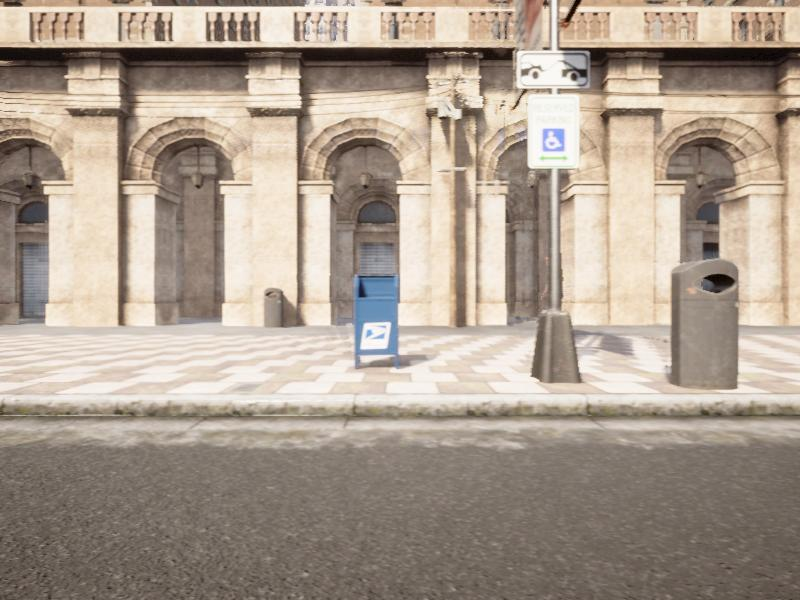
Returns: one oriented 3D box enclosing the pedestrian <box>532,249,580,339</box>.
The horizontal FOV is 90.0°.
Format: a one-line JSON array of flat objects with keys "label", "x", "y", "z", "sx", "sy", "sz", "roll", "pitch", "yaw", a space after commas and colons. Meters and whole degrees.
[{"label": "pedestrian", "x": 3.336, "y": -0.118, "z": 8.609, "sx": 0.751, "sy": 1.860, "sz": 0.751, "roll": 0, "pitch": 0, "yaw": 1}]
